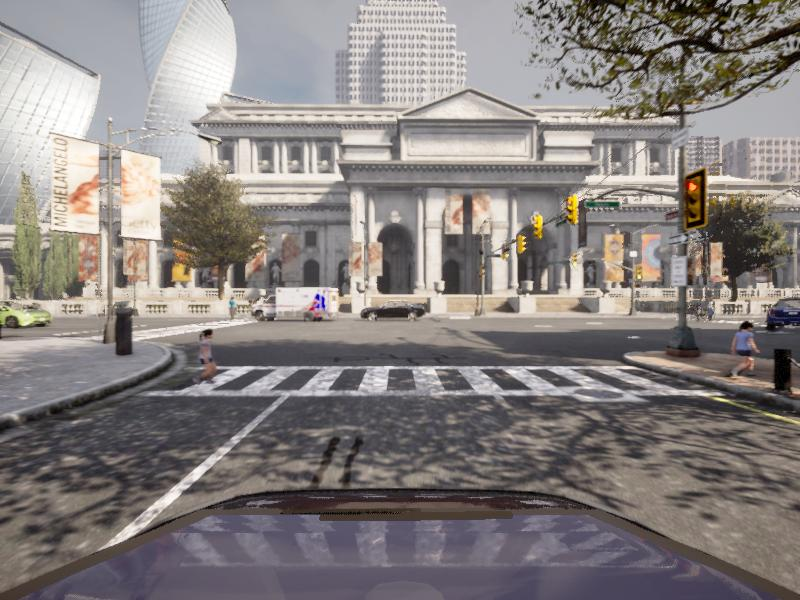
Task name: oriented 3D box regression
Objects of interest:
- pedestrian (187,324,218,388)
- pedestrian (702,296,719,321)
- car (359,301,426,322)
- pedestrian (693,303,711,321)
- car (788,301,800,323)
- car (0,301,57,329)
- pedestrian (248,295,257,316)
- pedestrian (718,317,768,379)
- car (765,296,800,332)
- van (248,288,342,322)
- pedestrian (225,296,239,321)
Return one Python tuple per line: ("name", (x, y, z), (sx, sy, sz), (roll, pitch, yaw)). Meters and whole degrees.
("pedestrian", (-3.654, 1.014, 7.427), (0.500, 1.100, 0.500), (0, 0, -25))
("pedestrian", (23.906, 0.634, 30.783), (0.751, 1.860, 0.751), (0, 0, 10))
("car", (-0.528, 0.832, 30.210), (4.902, 1.511, 2.128), (0, 0, 0))
("pedestrian", (22.847, 0.914, 30.288), (0.751, 1.300, 0.751), (0, 0, 2))
("car", (29.537, 0.820, 26.936), (5.008, 1.535, 1.882), (0, 0, -1))
("car", (-22.871, 0.825, 23.037), (4.514, 1.525, 2.007), (0, 0, -1))
("pedestrian", (-12.887, 0.480, 34.965), (0.751, 1.860, 0.751), (0, 0, -24))
("pedestrian", (6.383, 0.872, 7.461), (0.500, 1.100, 0.500), (0, 0, 4))
("car", (21.435, 0.692, 21.442), (4.553, 1.767, 2.097), (0, 0, -39))
("van", (-7.761, 0.374, 29.837), (6.366, 2.431, 2.351), (0, 0, 7))
("pedestrian", (-12.718, 0.633, 30.333), (0.751, 1.860, 0.751), (0, 0, 0))
